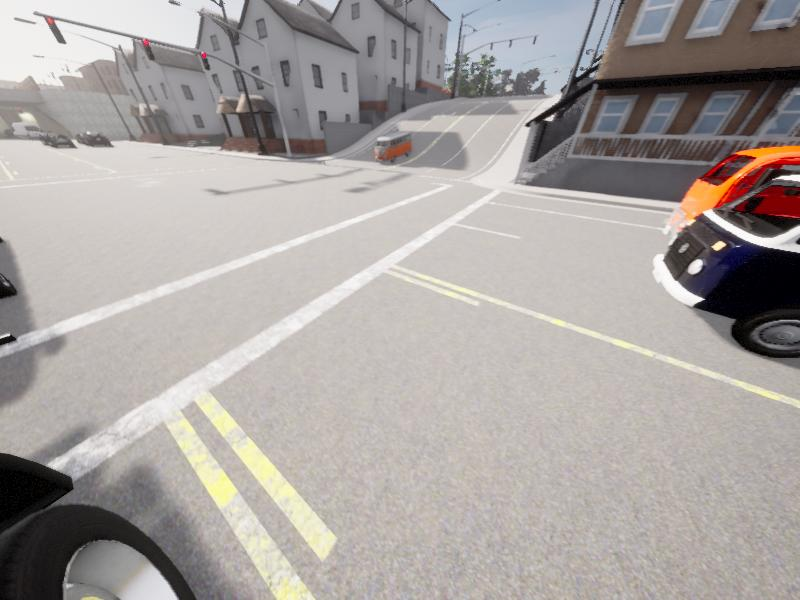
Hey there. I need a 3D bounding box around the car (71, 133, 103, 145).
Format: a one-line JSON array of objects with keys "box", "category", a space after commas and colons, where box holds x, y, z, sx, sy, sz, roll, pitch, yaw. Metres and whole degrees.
[{"box": [-48.792, -25.108, 35.985, 4.674, 1.442, 1.812, 22, 40, 26], "category": "car"}]

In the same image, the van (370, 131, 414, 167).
[{"box": [-0.616, -14.272, 21.652, 1.775, 1.987, 4.442, 22, 49, 26], "category": "van"}]

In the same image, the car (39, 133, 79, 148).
[{"box": [-43.945, -20.580, 29.771, 4.514, 1.525, 2.007, 23, 41, 27], "category": "car"}]

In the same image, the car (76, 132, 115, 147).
[{"box": [-43.279, -22.837, 32.805, 4.611, 1.667, 2.242, 23, 41, 27], "category": "car"}]

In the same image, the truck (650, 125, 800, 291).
[{"box": [8.851, -1.521, 4.113, 5.204, 2.467, 2.627, 23, 41, 28], "category": "truck"}]

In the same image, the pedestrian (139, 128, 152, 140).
[{"box": [-49.644, -32.404, 45.010, 0.751, 1.860, 0.751, 15, 38, 18], "category": "pedestrian"}]

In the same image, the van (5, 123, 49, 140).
[{"box": [-71.446, -32.250, 44.234, 5.915, 2.561, 1.988, 13, 37, 16], "category": "van"}]

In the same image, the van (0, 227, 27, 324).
[{"box": [-8.440, -1.357, 3.291, 5.915, 2.561, 1.988, 22, 41, 27], "category": "van"}]

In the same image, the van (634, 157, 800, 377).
[{"box": [6.071, -0.107, 2.428, 4.480, 2.038, 2.069, 22, 41, 27], "category": "van"}]

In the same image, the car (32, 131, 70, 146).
[{"box": [-49.795, -23.049, 32.923, 5.238, 1.638, 1.930, 21, 40, 26], "category": "car"}]
